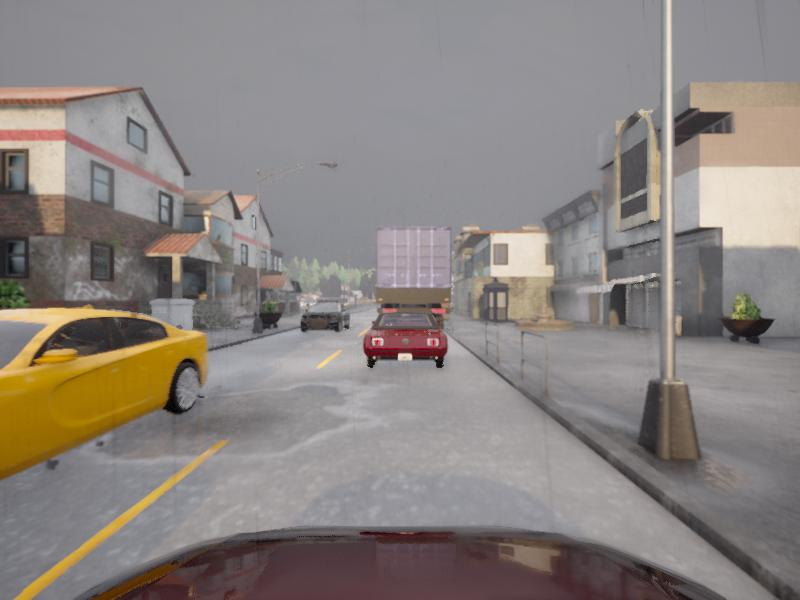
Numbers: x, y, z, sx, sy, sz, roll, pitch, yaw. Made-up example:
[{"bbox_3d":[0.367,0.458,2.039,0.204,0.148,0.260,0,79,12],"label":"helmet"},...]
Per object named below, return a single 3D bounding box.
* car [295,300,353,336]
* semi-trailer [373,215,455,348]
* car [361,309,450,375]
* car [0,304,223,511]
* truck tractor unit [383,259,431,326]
[{"bbox_3d":[-3.740,0.795,20.621,1.930,1.638,5.238,0,0,1],"label":"car"},{"bbox_3d":[0.444,-0.594,20.416,2.717,4.402,14.254,0,0,0],"label":"semi-trailer"},{"bbox_3d":[0.149,0.957,10.960,1.895,1.301,4.718,0,0,1],"label":"car"},{"bbox_3d":[-3.940,0.828,4.227,1.882,1.535,5.008,0,0,1],"label":"car"},{"bbox_3d":[0.424,-0.491,28.328,3.053,4.208,6.516,0,0,0],"label":"truck tractor unit"}]
